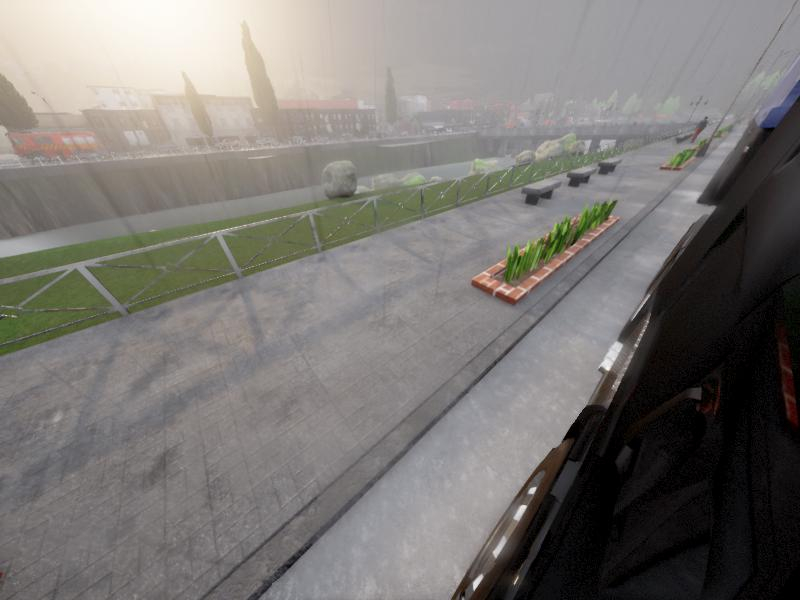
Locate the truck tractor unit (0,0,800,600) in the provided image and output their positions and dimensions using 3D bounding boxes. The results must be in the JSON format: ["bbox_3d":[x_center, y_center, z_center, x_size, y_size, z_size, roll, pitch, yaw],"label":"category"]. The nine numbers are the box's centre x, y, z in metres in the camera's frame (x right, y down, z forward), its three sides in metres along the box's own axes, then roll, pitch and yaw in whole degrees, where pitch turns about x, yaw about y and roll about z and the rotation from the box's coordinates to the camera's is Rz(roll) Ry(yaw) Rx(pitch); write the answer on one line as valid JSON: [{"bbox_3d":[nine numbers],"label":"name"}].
[{"bbox_3d":[2.645,-0.295,0.352,6.516,4.208,3.053,-28,44,-30],"label":"truck tractor unit"}]

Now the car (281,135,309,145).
[{"bbox_3d":[-23.860,-36.467,52.513,5.238,1.638,1.930,-28,44,-30],"label":"car"}]

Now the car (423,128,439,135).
[{"bbox_3d":[10.043,-54.521,74.637,5.008,1.535,1.882,-28,44,-30],"label":"car"}]

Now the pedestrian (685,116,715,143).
[{"bbox_3d":[25.670,-14.595,19.793,0.751,1.860,0.751,-28,44,-30],"label":"pedestrian"}]

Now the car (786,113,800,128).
[{"bbox_3d":[59.088,-26.232,33.652,4.611,1.667,2.242,-28,44,-30],"label":"car"}]

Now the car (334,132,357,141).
[{"bbox_3d":[-13.810,-41.832,59.063,5.238,1.638,1.930,-28,44,-30],"label":"car"}]

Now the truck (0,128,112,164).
[{"bbox_3d":[-50.602,-23.091,34.464,8.468,3.827,2.891,-28,44,-30],"label":"truck"}]

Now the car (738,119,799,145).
[{"bbox_3d":[29.876,-13.719,18.855,4.514,1.525,2.007,-28,44,-30],"label":"car"}]

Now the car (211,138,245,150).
[{"bbox_3d":[-34.075,-31.006,45.861,5.027,1.651,2.152,-28,44,-30],"label":"car"}]

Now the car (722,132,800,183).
[{"bbox_3d":[15.665,-6.061,9.655,4.181,1.385,1.994,-28,43,-30],"label":"car"}]

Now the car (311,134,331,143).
[{"bbox_3d":[-19.063,-38.957,55.682,3.806,1.475,1.970,-28,44,-30],"label":"car"}]

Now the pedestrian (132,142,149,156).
[{"bbox_3d":[-42.546,-24.841,37.904,0.751,1.860,0.751,-4,37,-2],"label":"pedestrian"}]

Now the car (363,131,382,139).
[{"bbox_3d":[-7.430,-45.241,63.220,4.856,1.649,2.033,-28,44,-30],"label":"car"}]

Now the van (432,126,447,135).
[{"bbox_3d":[12.309,-52.806,71.787,4.480,2.038,2.069,-28,44,-30],"label":"van"}]

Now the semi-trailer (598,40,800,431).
[{"bbox_3d":[8.696,-3.607,4.231,14.254,4.402,2.717,-28,44,-30],"label":"semi-trailer"}]

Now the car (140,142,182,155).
[{"bbox_3d":[-41.944,-26.810,40.736,4.856,1.649,2.033,-28,43,-30],"label":"car"}]

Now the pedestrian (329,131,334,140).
[{"bbox_3d":[-18.655,-44.902,63.095,0.751,1.860,0.751,-29,44,-31],"label":"pedestrian"}]

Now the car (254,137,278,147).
[{"bbox_3d":[-28.597,-33.867,49.468,3.806,1.475,1.970,-28,44,-30],"label":"car"}]

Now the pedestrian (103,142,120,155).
[{"bbox_3d":[-50.488,-26.467,40.396,0.751,1.860,0.751,2,37,6],"label":"pedestrian"}]

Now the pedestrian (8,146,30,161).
[{"bbox_3d":[-58.417,-22.404,35.442,0.751,1.860,0.751,-24,42,-26],"label":"pedestrian"}]

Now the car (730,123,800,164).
[{"bbox_3d":[20.580,-8.761,12.801,4.514,1.525,2.007,-28,44,-30],"label":"car"}]
